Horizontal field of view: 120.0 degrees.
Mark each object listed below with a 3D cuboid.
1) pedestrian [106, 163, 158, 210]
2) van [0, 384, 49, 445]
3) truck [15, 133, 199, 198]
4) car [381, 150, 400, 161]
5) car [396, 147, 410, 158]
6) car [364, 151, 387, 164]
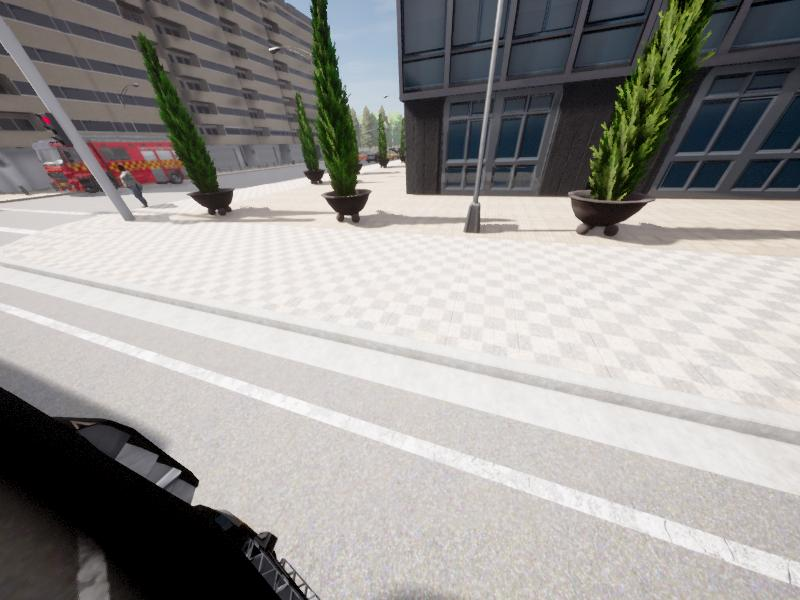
[{"bbox_3d":[-12.472,-5.316,10.800,0.751,1.860,0.751,22,41,32],"label":"pedestrian"},{"bbox_3d":[-6.109,0.534,1.817,4.442,1.987,1.775,9,35,17],"label":"van"},{"bbox_3d":[-23.214,-11.544,19.541,2.891,3.827,8.468,9,35,17],"label":"truck"},{"bbox_3d":[-1.710,-28.032,44.689,1.801,1.575,5.366,9,35,17],"label":"car"},{"bbox_3d":[0.757,-32.202,50.485,1.905,1.878,3.866,9,35,17],"label":"car"},{"bbox_3d":[-4.033,-24.205,39.164,2.007,1.525,4.514,9,35,17],"label":"car"}]
